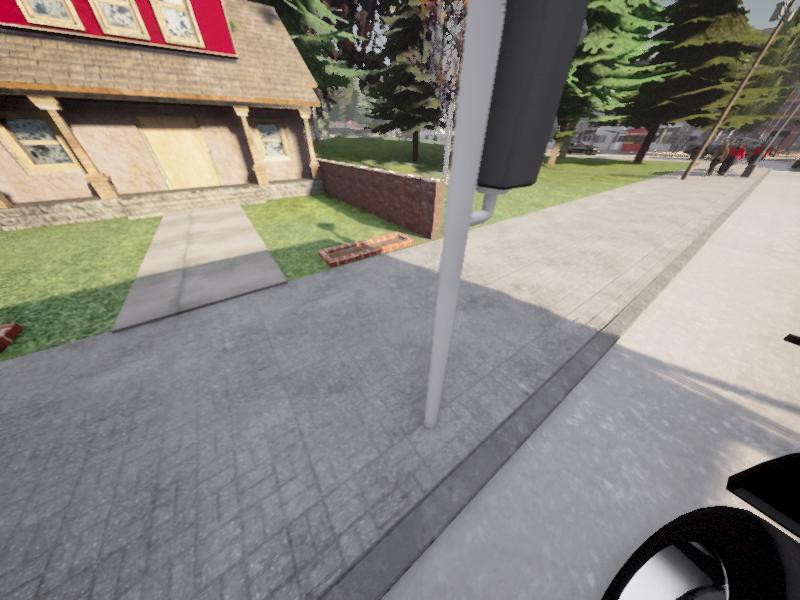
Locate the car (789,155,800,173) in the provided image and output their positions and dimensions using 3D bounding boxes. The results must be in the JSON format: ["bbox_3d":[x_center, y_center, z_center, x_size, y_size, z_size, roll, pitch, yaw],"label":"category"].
[{"bbox_3d":[31.838,-10.517,17.329,4.193,1.474,1.816,-28,44,-33],"label":"car"}]

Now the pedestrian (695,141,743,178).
[{"bbox_3d":[19.398,-8.567,14.095,0.751,1.860,0.751,-15,38,-20],"label":"pedestrian"}]

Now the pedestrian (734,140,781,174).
[{"bbox_3d":[24.077,-9.655,15.607,0.751,1.860,0.751,-13,37,-17],"label":"pedestrian"}]

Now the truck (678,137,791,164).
[{"bbox_3d":[34.292,-15.637,24.039,2.390,2.098,6.274,-22,41,-28],"label":"truck"}]

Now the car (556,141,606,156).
[{"bbox_3d":[26.178,-22.080,33.655,2.152,1.651,5.027,-22,41,-28],"label":"car"}]

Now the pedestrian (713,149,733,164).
[{"bbox_3d":[29.651,-13.155,21.193,0.500,1.100,0.500,-16,38,-21],"label":"pedestrian"}]

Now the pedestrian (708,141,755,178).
[{"bbox_3d":[20.069,-8.524,14.029,0.751,1.860,0.751,-20,40,-26],"label":"pedestrian"}]
